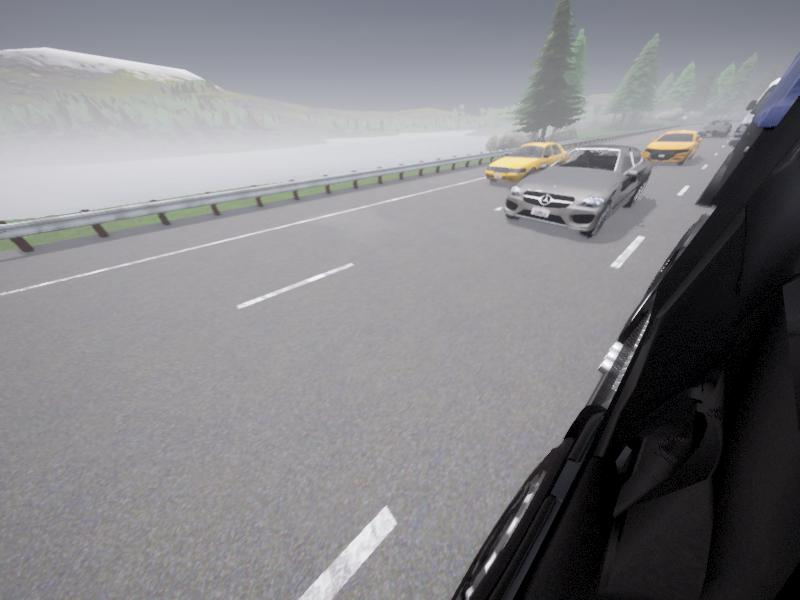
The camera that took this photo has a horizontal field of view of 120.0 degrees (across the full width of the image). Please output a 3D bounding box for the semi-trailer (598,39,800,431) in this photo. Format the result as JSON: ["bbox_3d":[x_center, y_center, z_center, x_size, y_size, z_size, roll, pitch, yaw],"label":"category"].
[{"bbox_3d":[8.701,-3.583,4.255,14.254,4.402,2.717,-28,43,-30],"label":"semi-trailer"}]

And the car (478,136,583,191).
[{"bbox_3d":[6.103,-6.485,10.707,5.366,1.575,1.801,-28,43,-30],"label":"car"}]

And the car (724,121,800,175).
[{"bbox_3d":[17.749,-7.291,10.915,4.553,1.767,2.097,-28,43,-30],"label":"car"}]

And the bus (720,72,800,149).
[{"bbox_3d":[30.841,-15.138,18.638,10.273,4.253,3.944,-28,43,-30],"label":"bus"}]

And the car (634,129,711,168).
[{"bbox_3d":[15.895,-8.927,13.445,5.008,1.535,1.882,-28,43,-30],"label":"car"}]

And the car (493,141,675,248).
[{"bbox_3d":[5.134,-3.264,6.393,5.027,1.651,2.152,-28,43,-30],"label":"car"}]

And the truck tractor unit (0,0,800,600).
[{"bbox_3d":[2.645,-0.295,0.352,6.516,4.208,3.053,-28,44,-30],"label":"truck tractor unit"}]

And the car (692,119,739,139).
[{"bbox_3d":[36.089,-19.531,26.408,4.611,1.667,2.242,-26,42,-28],"label":"car"}]
